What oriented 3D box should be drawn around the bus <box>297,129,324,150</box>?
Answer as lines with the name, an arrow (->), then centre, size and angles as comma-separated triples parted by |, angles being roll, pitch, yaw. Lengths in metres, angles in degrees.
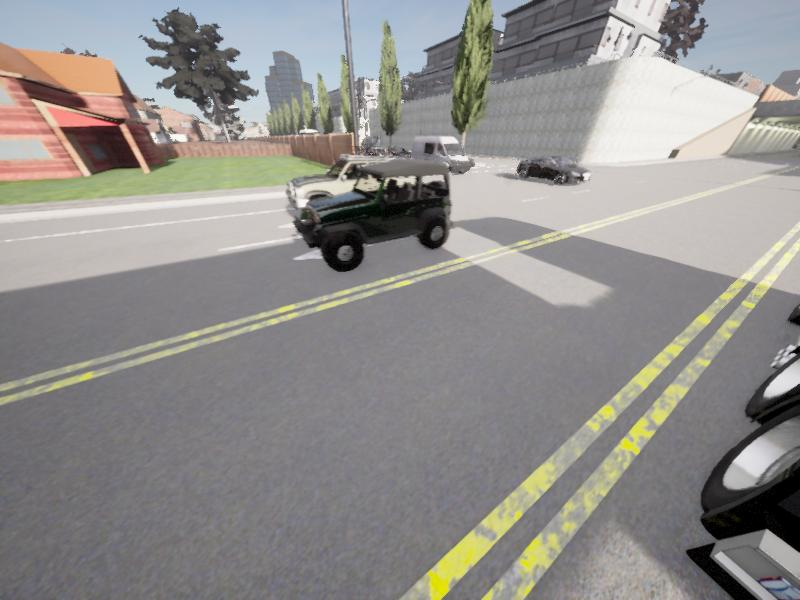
bus -> -24.486, -43.828, 63.076 | 3.944, 4.253, 10.273 | -18, 39, -25

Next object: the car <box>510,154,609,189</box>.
car -> 9.926, -8.497, 15.024 | 2.128, 1.511, 4.902 | -11, 36, -16

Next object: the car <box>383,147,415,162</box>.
car -> -0.257, -19.012, 30.059 | 1.837, 1.490, 4.892 | -18, 39, -25

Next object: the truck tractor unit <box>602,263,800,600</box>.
truck tractor unit -> 5.116, -0.294, 0.788 | 6.516, 4.208, 3.053 | -18, 39, -24

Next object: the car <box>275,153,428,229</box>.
car -> -1.532, -4.034, 8.161 | 4.605, 1.855, 1.932 | -17, 39, -24

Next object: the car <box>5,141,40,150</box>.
car -> -81.083, -33.300, 49.720 | 1.801, 1.575, 5.366 | -19, 39, -26

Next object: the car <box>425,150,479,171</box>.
car -> 4.940, -13.923, 22.878 | 2.033, 1.411, 5.357 | -18, 39, -25

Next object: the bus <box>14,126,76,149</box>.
bus -> -87.061, -40.137, 57.113 | 3.944, 4.253, 10.273 | -19, 39, -26

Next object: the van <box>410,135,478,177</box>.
van -> 3.306, -12.053, 19.169 | 1.988, 2.561, 5.915 | -18, 39, -25

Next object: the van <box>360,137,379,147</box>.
van -> -10.870, -56.693, 82.644 | 5.915, 2.561, 1.988 | -21, 40, -23

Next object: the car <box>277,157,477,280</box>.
car -> -0.436, -2.191, 5.508 | 3.866, 1.878, 1.905 | -19, 39, -25

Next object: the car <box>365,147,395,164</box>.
car -> -2.407, -17.165, 27.393 | 1.970, 1.475, 3.806 | -18, 39, -25
